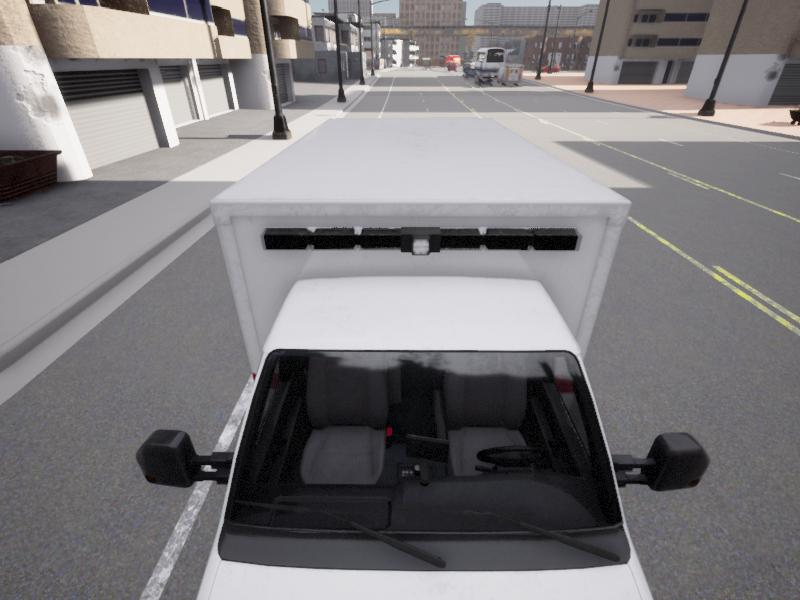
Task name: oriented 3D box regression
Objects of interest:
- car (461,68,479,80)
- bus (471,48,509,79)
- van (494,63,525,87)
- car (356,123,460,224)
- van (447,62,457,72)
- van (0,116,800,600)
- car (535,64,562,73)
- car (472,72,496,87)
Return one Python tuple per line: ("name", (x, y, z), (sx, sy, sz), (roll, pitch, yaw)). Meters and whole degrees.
("car", (11.274, -36.526, 64.564), (2.033, 1.411, 5.357), (0, 32, 0))
("bus", (14.682, -39.516, 66.653), (3.944, 4.253, 10.273), (0, 32, 0))
("van", (14.662, -30.434, 53.977), (2.351, 2.431, 6.366), (0, 32, 0))
("car", (0.192, -3.590, 10.670), (2.128, 1.511, 4.902), (0, 30, 0))
("van", (11.679, -52.478, 90.040), (1.775, 1.987, 4.442), (1, 31, 2))
("van", (0.113, 0.013, 3.605), (2.351, 2.431, 6.366), (0, 30, 0))
("car", (31.655, -49.448, 85.453), (4.611, 1.667, 2.242), (1, 31, 2))
("car", (11.151, -29.497, 53.430), (2.128, 1.511, 4.902), (0, 32, 0))
